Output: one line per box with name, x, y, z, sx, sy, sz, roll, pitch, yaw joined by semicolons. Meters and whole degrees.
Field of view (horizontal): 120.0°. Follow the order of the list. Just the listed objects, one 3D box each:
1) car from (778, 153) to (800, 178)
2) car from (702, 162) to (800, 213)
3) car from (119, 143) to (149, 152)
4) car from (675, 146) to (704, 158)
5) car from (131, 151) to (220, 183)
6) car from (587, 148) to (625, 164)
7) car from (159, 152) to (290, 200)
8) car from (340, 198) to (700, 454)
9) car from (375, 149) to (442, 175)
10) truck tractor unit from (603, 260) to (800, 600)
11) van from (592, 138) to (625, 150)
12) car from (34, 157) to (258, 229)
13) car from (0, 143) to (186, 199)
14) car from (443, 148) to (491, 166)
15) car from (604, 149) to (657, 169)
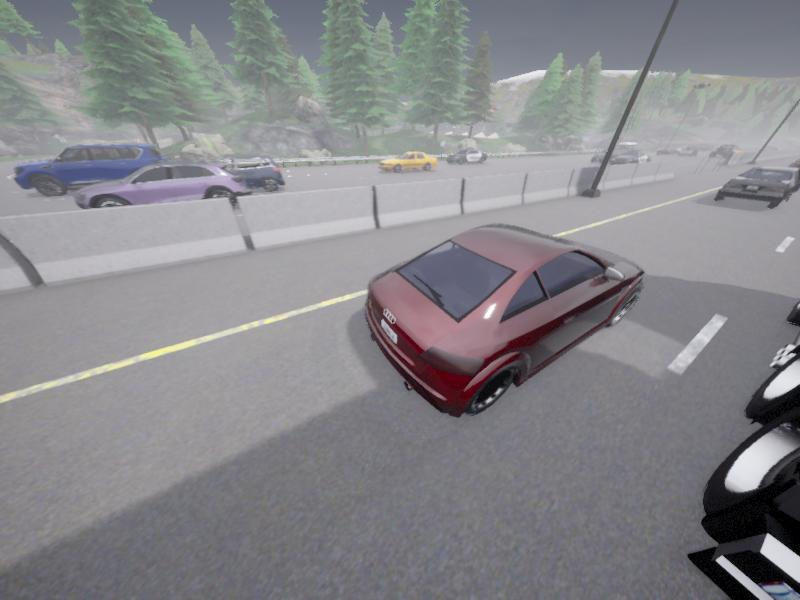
car;33.366;-10.914;18.657;4.974;1.542;2.038;-19;39;-25
car;16.558;-5.272;10.511;5.357;1.411;2.033;-18;39;-25
car;-53.793;-30.961;46.806;2.128;1.511;4.902;-13;37;-18
car;50.430;-25.902;40.289;3.988;1.617;1.851;-18;39;-25
car;-14.546;-8.908;15.332;3.705;1.549;1.789;-18;39;-25
car;25.024;-17.508;28.062;3.633;1.501;1.845;-20;40;-26
car;-8.380;-6.367;11.630;4.611;1.667;2.242;-18;39;-25
car;1.615;-0.290;3.241;4.181;1.385;1.994;-19;39;-25
car;0.771;-11.697;19.452;5.366;1.575;1.801;-19;39;-25
truck tractor unit;5.102;-0.310;0.794;6.516;4.208;3.053;-19;39;-24
van;56.301;-42.214;62.601;1.988;2.561;5.915;-19;39;-25
car;-8.218;-4.083;8.384;4.856;1.649;2.033;-19;39;-25
car;-14.964;-6.646;11.648;5.566;2.045;2.150;-18;39;-25
car;7.523;-16.239;26.092;4.974;1.542;2.038;-18;39;-25
car;24.182;-14.822;24.195;4.974;1.542;2.038;-18;39;-25
